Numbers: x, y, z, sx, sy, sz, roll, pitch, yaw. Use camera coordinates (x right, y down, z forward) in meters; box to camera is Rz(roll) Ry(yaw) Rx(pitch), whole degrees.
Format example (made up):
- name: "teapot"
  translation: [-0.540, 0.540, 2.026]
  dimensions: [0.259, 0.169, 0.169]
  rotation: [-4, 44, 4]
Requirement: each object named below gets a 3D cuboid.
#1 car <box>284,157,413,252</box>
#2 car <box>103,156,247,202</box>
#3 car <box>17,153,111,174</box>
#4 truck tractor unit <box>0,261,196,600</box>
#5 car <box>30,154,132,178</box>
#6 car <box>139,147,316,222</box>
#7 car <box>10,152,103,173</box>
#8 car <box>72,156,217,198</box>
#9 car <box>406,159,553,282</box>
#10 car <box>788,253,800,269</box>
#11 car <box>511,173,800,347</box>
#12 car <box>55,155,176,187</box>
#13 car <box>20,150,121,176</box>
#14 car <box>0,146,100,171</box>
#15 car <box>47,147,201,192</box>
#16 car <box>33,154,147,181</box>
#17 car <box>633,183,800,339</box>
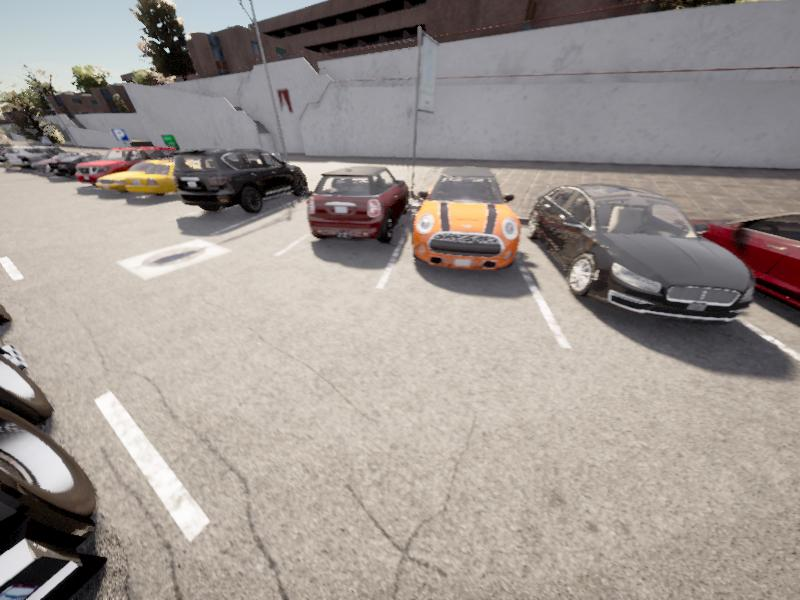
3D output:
- name: "car"
  translation: [-1.008, -3.269, 7.153]
  dimensions: [2.185, 1.767, 4.553]
  rotation: [6, 34, 9]
- name: "car"
  translation: [-11.337, -6.675, 12.410]
  dimensions: [1.946, 1.575, 5.366]
  rotation: [6, 34, 9]
- name: "car"
  translation: [-32.098, -13.258, 22.346]
  dimensions: [2.002, 1.452, 4.674]
  rotation: [6, 35, 8]
- name: "truck tractor unit"
  translation: [-5.108, -0.305, 0.787]
  dimensions: [6.516, 4.208, 3.053]
  rotation: [19, 39, 24]
- name: "car"
  translation: [-26.916, -11.575, 19.834]
  dimensions: [2.002, 1.452, 4.674]
  rotation: [6, 34, 8]
- name: "car"
  translation: [-6.186, -5.105, 9.635]
  dimensions: [2.435, 2.045, 5.566]
  rotation: [6, 34, 9]
- name: "car"
  translation: [-34.699, -14.136, 23.617]
  dimensions: [2.163, 1.488, 4.792]
  rotation: [6, 35, 9]
- name: "car"
  translation: [-13.987, -7.313, 13.361]
  dimensions: [1.946, 1.575, 5.366]
  rotation: [6, 34, 8]
- name: "car"
  translation: [1.603, -2.450, 5.955]
  dimensions: [2.185, 1.767, 4.553]
  rotation: [6, 35, 8]
- name: "car"
  translation: [9.371, 0.014, 2.140]
  dimensions: [2.435, 2.045, 5.566]
  rotation: [6, 35, 9]
- name: "car"
  translation: [4.190, -1.477, 4.757]
  dimensions: [2.231, 1.521, 4.892]
  rotation: [6, 35, 8]
- name: "car"
  translation: [-19.142, -9.051, 16.024]
  dimensions: [2.163, 1.488, 4.792]
  rotation: [6, 34, 8]
- name: "car"
  translation: [-29.503, -12.570, 21.022]
  dimensions: [2.185, 1.767, 4.553]
  rotation: [6, 34, 8]
- name: "car"
  translation: [-37.289, -15.220, 24.707]
  dimensions: [2.435, 2.045, 5.566]
  rotation: [6, 35, 8]
- name: "car"
  translation: [-16.548, -8.445, 14.609]
  dimensions: [2.435, 2.045, 5.566]
  rotation: [6, 34, 8]
- name: "car"
  translation: [-24.330, -10.764, 18.547]
  dimensions: [2.097, 1.535, 5.008]
  rotation: [5, 34, 9]
- name: "car"
  translation: [6.777, -0.612, 3.546]
  dimensions: [2.163, 1.488, 4.792]
  rotation: [6, 35, 9]
